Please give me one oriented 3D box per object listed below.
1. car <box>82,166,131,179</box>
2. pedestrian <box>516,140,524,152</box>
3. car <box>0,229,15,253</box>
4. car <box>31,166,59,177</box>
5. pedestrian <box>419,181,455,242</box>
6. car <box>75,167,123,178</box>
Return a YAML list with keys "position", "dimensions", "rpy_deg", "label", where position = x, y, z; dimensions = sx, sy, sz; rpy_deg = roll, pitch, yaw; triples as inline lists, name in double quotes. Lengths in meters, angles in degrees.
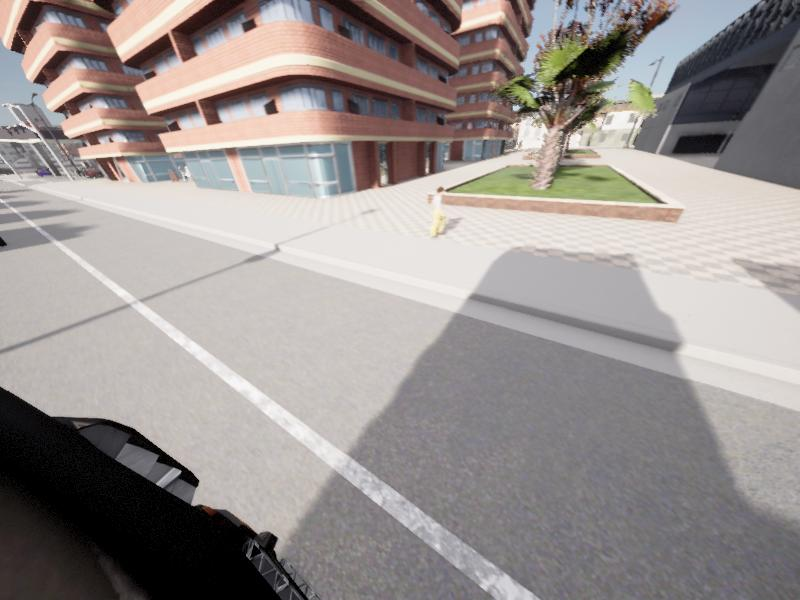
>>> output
- position: [-48.554, -21.197, 38.320]
  dimensions: [1.812, 1.442, 4.674]
  rpy_deg: [16, 37, 26]
  label: "car"
- position: [22.833, -29.325, 43.903]
  dimensions: [0.751, 1.860, 0.751]
  rpy_deg: [17, 38, 27]
  label: "pedestrian"
- position: [-14.604, -2.272, 7.277]
  dimensions: [4.718, 1.301, 1.895]
  rpy_deg: [17, 38, 27]
  label: "car"
- position: [-70.854, -25.606, 46.106]
  dimensions: [4.611, 1.667, 2.242]
  rpy_deg: [17, 38, 27]
  label: "car"
- position: [0.902, -2.271, 5.924]
  dimensions: [0.751, 1.300, 0.751]
  rpy_deg: [-2, 33, 1]
  label: "pedestrian"
- position: [-51.662, -22.001, 39.826]
  dimensions: [1.895, 1.301, 4.718]
  rpy_deg: [16, 37, 26]
  label: "car"
